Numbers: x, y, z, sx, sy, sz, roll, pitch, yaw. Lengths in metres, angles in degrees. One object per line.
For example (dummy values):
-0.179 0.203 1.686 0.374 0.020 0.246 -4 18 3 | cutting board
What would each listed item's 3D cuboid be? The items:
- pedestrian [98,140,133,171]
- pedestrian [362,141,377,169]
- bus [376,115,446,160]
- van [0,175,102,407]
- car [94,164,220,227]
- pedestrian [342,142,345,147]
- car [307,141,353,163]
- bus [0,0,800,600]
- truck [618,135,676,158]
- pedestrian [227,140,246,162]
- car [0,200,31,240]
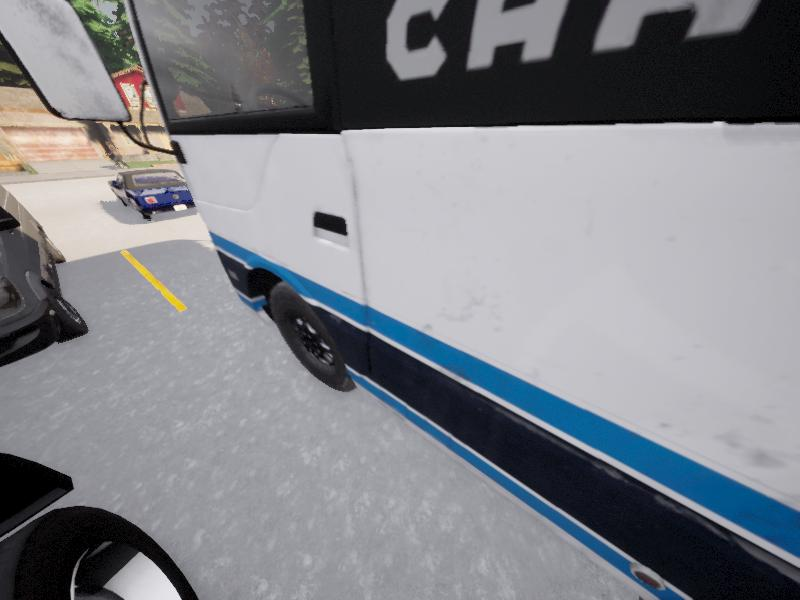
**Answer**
-21.116 -10.726 17.159 0.751 1.860 0.751 20 40 25 | pedestrian
-2.494 -11.934 18.991 0.751 1.860 0.751 23 41 29 | pedestrian
1.733 -21.427 30.657 3.944 4.253 10.273 22 41 28 | bus
-6.593 -0.861 2.900 5.915 2.561 1.988 24 41 30 | van
-8.923 -4.022 8.440 4.718 1.301 1.895 23 41 29 | car
-15.248 -42.280 62.662 0.500 1.100 0.500 26 43 32 | pedestrian
-7.775 -16.797 26.079 1.932 1.855 4.605 22 40 27 | car
2.746 -0.261 0.614 10.273 4.253 3.944 23 41 29 | bus
37.128 -23.312 35.069 5.204 2.467 2.627 25 42 26 | truck
-16.462 -14.985 23.239 0.751 1.860 0.751 21 40 27 | pedestrian
-12.386 -2.484 6.007 3.705 1.549 1.789 15 38 20 | car
